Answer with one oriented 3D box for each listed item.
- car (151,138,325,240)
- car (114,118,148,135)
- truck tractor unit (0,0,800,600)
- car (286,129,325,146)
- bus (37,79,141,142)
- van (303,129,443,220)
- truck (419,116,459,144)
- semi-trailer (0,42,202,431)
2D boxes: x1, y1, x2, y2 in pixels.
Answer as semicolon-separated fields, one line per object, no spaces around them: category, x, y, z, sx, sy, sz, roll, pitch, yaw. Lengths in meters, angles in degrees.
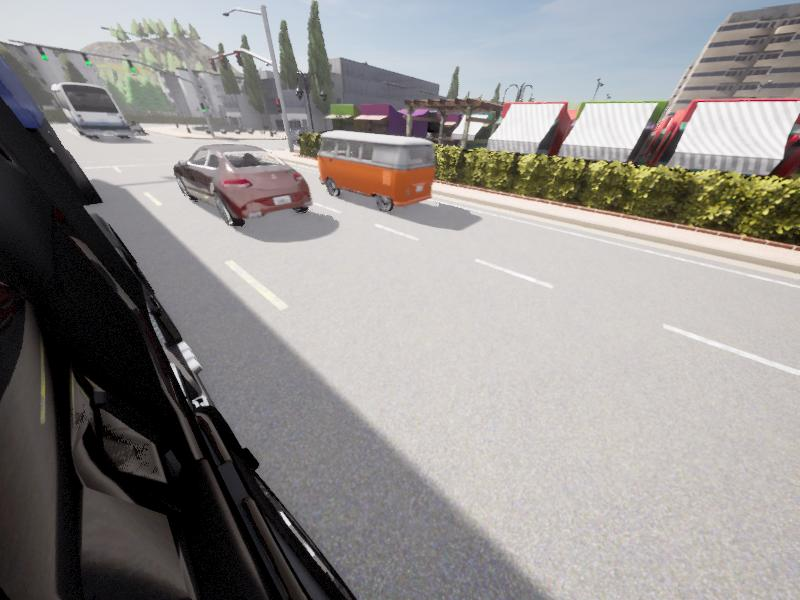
car;-4.736;-3.551;6.722;5.027;1.651;2.152;28;44;30
car;-35.201;-22.701;30.193;3.988;1.617;1.851;27;43;29
truck tractor unit;-2.645;-0.295;0.351;6.516;4.208;3.053;28;44;30
car;-10.973;-19.099;27.095;1.845;1.501;3.633;29;44;31
bus;-31.904;-19.301;23.704;10.273;4.253;3.944;28;44;28
van;-1.045;-4.461;7.882;4.442;1.987;1.775;28;44;30
truck;7.310;-31.597;43.067;2.891;3.827;8.468;28;43;29
semi-trailer;-8.694;-3.619;4.216;14.254;4.402;2.717;28;44;30
